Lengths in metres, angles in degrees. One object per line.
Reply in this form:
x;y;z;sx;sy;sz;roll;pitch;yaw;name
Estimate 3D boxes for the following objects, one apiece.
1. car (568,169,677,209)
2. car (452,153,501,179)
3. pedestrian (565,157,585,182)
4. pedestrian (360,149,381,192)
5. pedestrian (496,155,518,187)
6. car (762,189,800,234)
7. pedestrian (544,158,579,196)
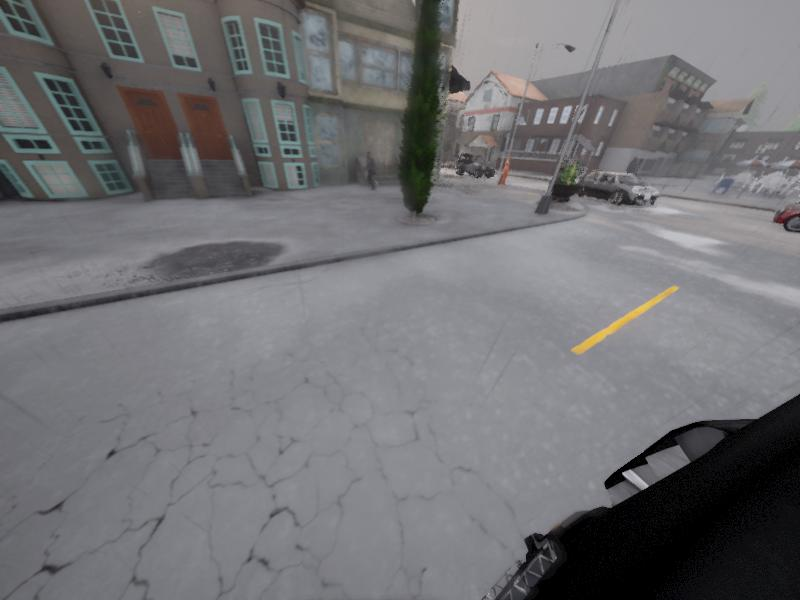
12.101;-6.315;12.985;1.970;1.475;3.806;-4;34;-10;car
7.111;-12.809;22.004;1.905;1.878;3.866;-16;38;-26;car
15.736;-11.730;20.817;0.751;1.860;0.751;15;36;18;pedestrian
-1.523;-6.710;12.019;0.751;1.860;0.751;-20;40;-31;pedestrian
7.307;-8.837;15.847;0.751;1.860;0.751;8;34;8;pedestrian
16.932;-2.794;8.148;1.994;1.385;4.181;-17;38;-27;car
9.281;-7.076;13.345;0.751;1.860;0.751;-5;34;-12;pedestrian
